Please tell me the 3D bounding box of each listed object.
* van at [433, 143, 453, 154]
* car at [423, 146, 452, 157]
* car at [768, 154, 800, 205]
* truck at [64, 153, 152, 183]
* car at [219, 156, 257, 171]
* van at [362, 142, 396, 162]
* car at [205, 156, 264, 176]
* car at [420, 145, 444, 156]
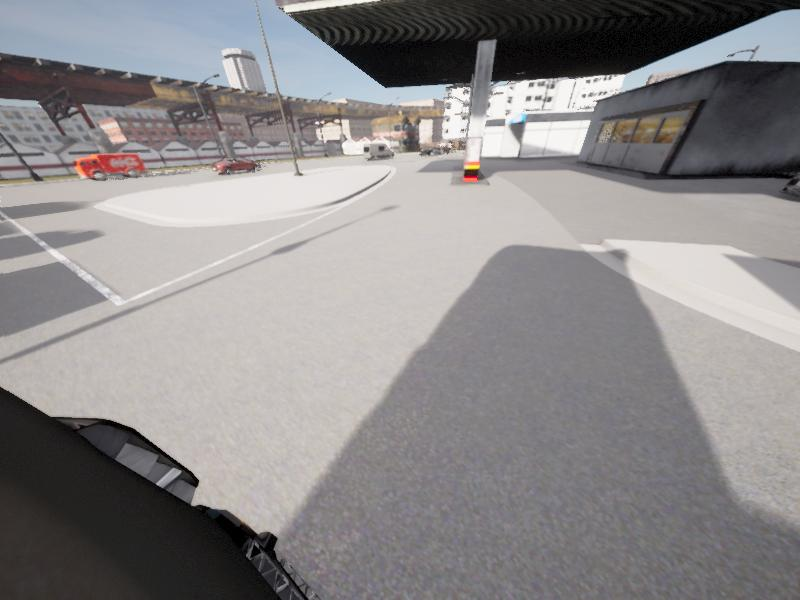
[{"bbox_3d":[10.840,-38.575,58.752,4.480,2.038,2.069,-6,34,-5],"label":"van"},{"bbox_3d":[7.461,-29.881,46.379,5.238,1.638,1.930,-12,35,-15],"label":"car"},{"bbox_3d":[15.013,-3.584,6.794,3.806,1.475,1.970,17,38,26],"label":"car"},{"bbox_3d":[-32.381,-14.901,25.898,2.627,2.467,5.204,16,38,26],"label":"truck"},{"bbox_3d":[-23.218,-19.675,33.239,1.789,1.549,3.705,16,38,26],"label":"car"},{"bbox_3d":[-3.616,-26.130,40.703,1.988,2.561,5.915,27,44,37],"label":"van"},{"bbox_3d":[-19.302,-15.853,27.230,2.152,1.651,5.027,17,38,26],"label":"car"},{"bbox_3d":[6.663,-31.691,48.986,4.553,1.767,2.097,-13,35,-16],"label":"car"}]
